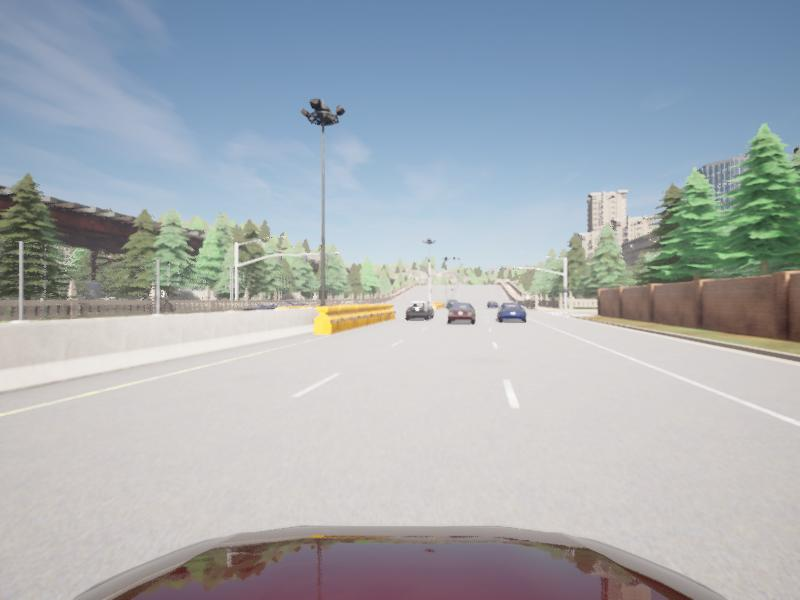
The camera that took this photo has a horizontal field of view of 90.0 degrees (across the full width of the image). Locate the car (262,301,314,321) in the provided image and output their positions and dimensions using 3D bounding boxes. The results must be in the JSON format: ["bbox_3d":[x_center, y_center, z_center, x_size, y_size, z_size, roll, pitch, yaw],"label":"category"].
[{"bbox_3d":[-8.999,0.836,32.735,2.128,1.511,4.902,0,0,11],"label":"car"}]

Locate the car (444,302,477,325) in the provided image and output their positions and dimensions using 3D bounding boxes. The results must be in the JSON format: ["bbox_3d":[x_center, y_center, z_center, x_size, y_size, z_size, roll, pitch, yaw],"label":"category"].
[{"bbox_3d":[4.352,0.889,28.100,2.033,1.411,5.357,0,0,11],"label":"car"}]

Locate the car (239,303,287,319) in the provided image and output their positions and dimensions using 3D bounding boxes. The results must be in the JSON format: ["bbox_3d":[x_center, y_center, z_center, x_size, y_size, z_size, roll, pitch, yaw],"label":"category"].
[{"bbox_3d":[-12.027,0.945,35.442,1.895,1.301,4.718,0,0,11],"label":"car"}]

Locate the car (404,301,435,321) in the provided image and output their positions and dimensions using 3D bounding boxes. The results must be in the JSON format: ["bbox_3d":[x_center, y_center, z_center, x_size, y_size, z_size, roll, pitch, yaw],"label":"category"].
[{"bbox_3d":[1.677,0.849,32.567,1.970,1.475,3.806,0,0,11],"label":"car"}]

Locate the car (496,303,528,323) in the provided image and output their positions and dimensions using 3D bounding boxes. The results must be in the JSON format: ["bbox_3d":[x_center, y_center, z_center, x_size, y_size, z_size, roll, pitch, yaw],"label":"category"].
[{"bbox_3d":[8.292,0.898,29.962,1.994,1.385,4.181,0,0,11],"label":"car"}]

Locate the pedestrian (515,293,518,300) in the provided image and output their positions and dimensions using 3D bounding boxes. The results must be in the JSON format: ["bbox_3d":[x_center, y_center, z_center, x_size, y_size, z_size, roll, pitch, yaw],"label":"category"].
[{"bbox_3d":[31.686,-0.989,108.725,0.751,1.860,0.751,0,0,11],"label":"pedestrian"}]

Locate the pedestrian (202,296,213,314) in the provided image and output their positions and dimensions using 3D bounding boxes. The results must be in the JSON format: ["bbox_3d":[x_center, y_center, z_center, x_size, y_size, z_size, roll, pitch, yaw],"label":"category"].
[{"bbox_3d":[-19.655,0.489,40.847,0.751,1.860,0.751,0,0,-2],"label":"pedestrian"}]
